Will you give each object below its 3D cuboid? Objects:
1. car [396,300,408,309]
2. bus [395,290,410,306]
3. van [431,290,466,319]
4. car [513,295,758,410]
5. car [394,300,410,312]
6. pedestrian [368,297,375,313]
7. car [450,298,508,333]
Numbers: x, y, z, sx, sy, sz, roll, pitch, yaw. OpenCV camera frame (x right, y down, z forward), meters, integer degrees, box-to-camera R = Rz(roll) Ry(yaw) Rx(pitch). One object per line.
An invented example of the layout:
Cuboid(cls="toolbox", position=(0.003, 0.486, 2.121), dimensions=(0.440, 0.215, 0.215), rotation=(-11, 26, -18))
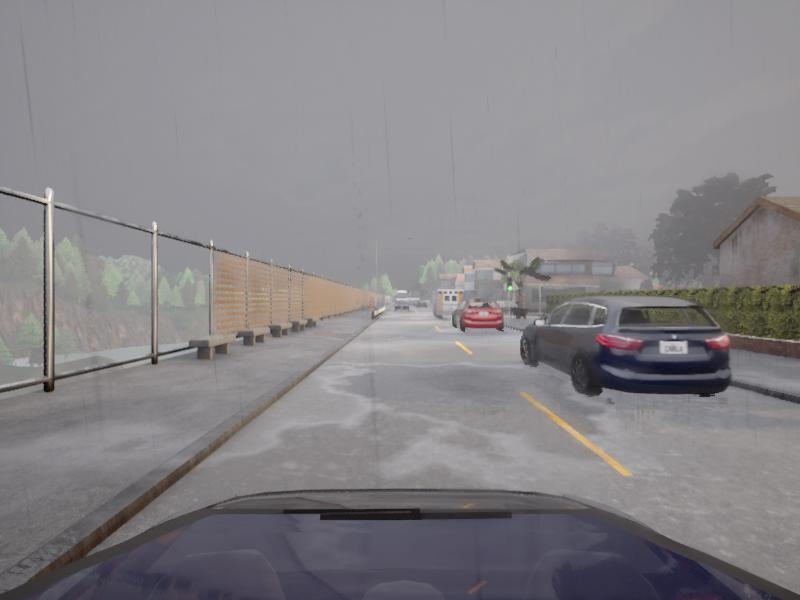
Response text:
Cuboid(cls="car", position=(0.377, 0.774, 73.270), dimensions=(2.033, 1.649, 4.856), rotation=(0, 0, 0))
Cuboid(cls="bus", position=(0.711, -0.530, 115.287), dimensions=(3.944, 4.253, 10.273), rotation=(0, 0, 0))
Cuboid(cls="van", position=(4.189, 0.381, 35.852), dimensions=(2.351, 2.431, 6.366), rotation=(0, 0, 0))
Cuboid(cls="car", position=(4.060, 0.758, 8.097), dimensions=(2.242, 1.667, 4.611), rotation=(0, 0, 0))
Cuboid(cls="car", position=(0.314, 0.785, 57.989), dimensions=(2.152, 1.651, 5.027), rotation=(0, 0, 2))
Cuboid(cls="pedestrian", position=(-3.345, 0.537, 46.473), dimensions=(0.751, 1.860, 0.751), rotation=(0, 0, 1))
Cuboid(cls="car", position=(4.116, 0.757, 21.708), dimensions=(2.242, 1.667, 4.611), rotation=(0, 0, 0))
